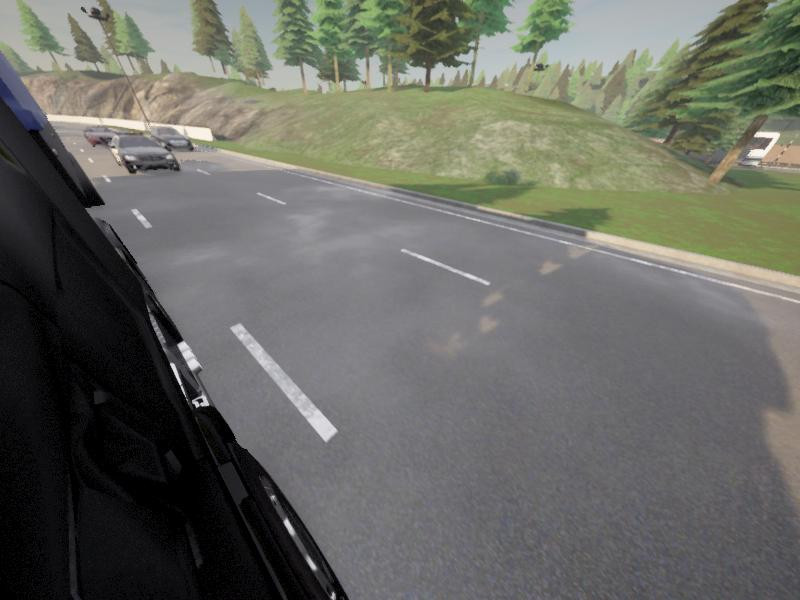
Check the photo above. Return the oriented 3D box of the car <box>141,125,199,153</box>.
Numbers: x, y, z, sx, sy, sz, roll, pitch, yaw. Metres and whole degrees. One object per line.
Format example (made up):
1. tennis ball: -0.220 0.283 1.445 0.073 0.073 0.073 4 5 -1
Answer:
1. car: -19.280 -13.530 19.343 4.856 1.649 2.033 28 43 30

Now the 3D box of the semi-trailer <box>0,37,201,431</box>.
1. semi-trailer: -8.680 -3.609 4.260 14.254 4.402 2.717 28 43 30

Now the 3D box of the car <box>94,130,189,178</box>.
1. car: -13.005 -7.434 11.592 4.974 1.542 2.038 28 43 30

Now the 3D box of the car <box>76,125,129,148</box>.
1. car: -25.089 -13.800 19.492 4.181 1.385 1.994 28 43 29

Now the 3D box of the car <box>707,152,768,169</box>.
1. car: 52.760 -22.008 36.326 5.027 1.651 2.152 28 43 30

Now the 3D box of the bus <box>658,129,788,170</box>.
1. bus: 47.691 -23.012 35.082 10.273 4.253 3.944 28 43 30

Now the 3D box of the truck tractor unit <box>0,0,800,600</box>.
1. truck tractor unit: -2.645 -0.295 0.351 6.516 4.208 3.053 28 44 30

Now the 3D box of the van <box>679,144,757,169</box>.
1. van: 45.518 -20.855 33.427 5.915 2.561 1.988 28 43 30
